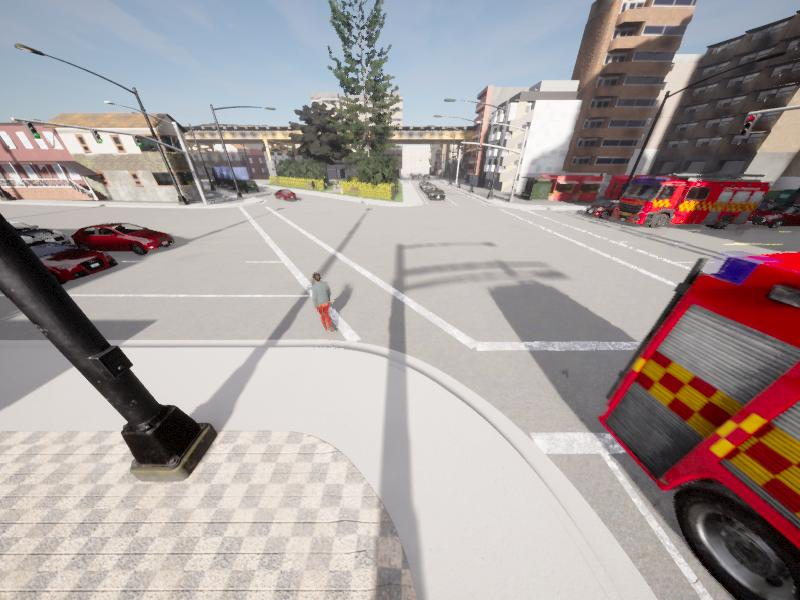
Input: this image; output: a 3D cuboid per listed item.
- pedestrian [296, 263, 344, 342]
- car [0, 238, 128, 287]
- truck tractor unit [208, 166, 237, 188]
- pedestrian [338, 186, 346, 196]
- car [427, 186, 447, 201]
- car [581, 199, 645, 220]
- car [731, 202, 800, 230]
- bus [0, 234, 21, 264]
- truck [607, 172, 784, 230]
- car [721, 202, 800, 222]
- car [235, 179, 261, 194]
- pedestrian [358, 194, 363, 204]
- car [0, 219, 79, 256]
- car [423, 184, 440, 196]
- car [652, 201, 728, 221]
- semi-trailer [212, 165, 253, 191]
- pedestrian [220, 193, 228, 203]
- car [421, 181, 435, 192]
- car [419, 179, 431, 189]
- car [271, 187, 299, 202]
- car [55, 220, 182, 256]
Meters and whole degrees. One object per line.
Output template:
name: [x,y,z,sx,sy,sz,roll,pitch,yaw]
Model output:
pedestrian: [-2.123,0.074,6.273,0.751,1.860,0.751,-19,35,-29]
car: [-14.909,-1.637,9.684,4.181,1.385,1.994,0,30,0]
truck tractor unit: [-41.036,-28.513,53.493,3.053,4.208,6.516,-26,39,-38]
pedestrian: [-9.101,-17.096,36.277,0.751,1.300,0.751,-23,37,-34]
car: [5.324,-15.635,33.769,2.152,1.651,5.027,0,30,1]
car: [20.050,-8.615,21.934,3.806,1.475,1.970,0,30,0]
car: [31.272,-6.902,18.910,4.553,1.767,2.097,1,30,-1]
bus: [-24.495,-2.997,9.004,10.273,4.253,3.944,1,30,0]
truck: [22.627,-7.867,18.350,8.468,3.827,2.891,0,30,-1]
car: [34.410,-8.437,22.082,4.181,1.385,1.994,0,30,-1]
car: [-28.438,-21.324,43.231,5.566,2.045,2.150,27,40,37]
pedestrian: [-5.052,-12.793,29.318,0.500,1.100,0.500,-4,30,-6]
car: [-21.198,-3.455,12.659,3.806,1.475,1.970,0,30,0]
car: [5.369,-19.041,39.809,2.163,1.488,4.792,0,30,0]
car: [27.438,-8.486,21.979,4.181,1.385,1.994,1,30,0]
semi-trailer: [-35.417,-25.819,48.612,14.254,4.402,2.717,26,39,38]
pedestrian: [-22.054,-12.824,28.983,0.500,1.100,0.500,-21,36,-32]
car: [5.412,-22.577,45.794,2.152,1.651,5.027,0,30,0]
car: [5.460,-26.063,51.831,2.152,1.651,5.027,0,30,0]
car: [-16.457,-15.116,33.049,1.812,1.442,4.674,-26,39,-38]
car: [-15.142,-3.436,12.690,4.193,1.474,1.816,0,30,0]
